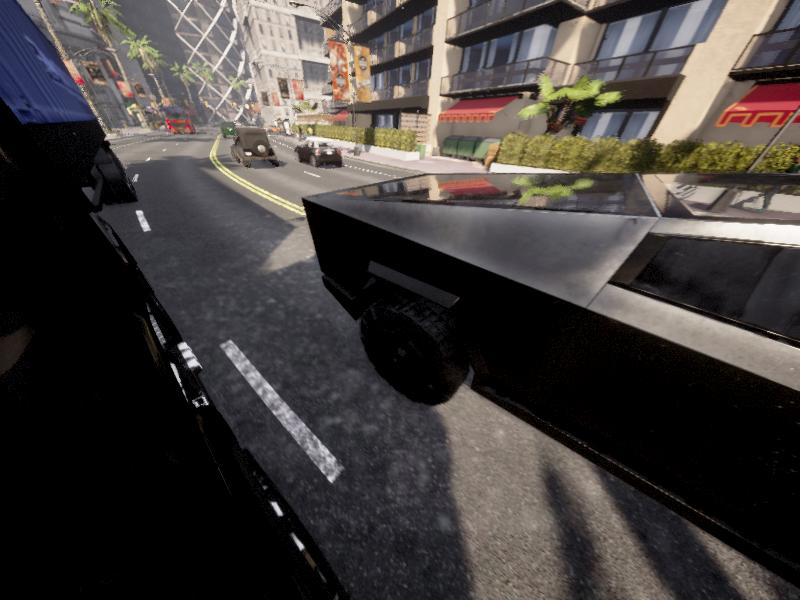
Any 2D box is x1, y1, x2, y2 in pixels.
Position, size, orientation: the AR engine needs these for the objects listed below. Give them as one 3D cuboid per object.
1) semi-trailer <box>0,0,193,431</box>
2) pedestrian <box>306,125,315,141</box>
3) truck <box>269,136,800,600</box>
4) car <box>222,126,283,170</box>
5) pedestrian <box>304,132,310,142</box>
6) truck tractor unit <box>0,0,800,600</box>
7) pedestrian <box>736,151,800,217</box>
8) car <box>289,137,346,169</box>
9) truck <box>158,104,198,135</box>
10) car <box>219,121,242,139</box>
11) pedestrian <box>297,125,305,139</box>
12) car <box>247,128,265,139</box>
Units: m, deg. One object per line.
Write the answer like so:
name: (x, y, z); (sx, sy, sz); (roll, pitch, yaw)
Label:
semi-trailer: (-8.295, -3.835, 4.608); (2.717, 4.402, 14.254); (-29, 47, -35)
pedestrian: (-13.053, -24.406, 33.849); (0.751, 1.860, 0.751); (-18, 41, -25)
truck: (2.229, 0.329, 1.586); (6.274, 2.098, 2.390); (26, 43, 28)
car: (-9.011, -9.329, 14.083); (1.905, 1.878, 3.866); (-24, 44, -31)
pedestrian: (-13.209, -23.265, 32.943); (0.500, 1.100, 0.500); (-18, 41, -26)
truck tractor unit: (-2.645, -0.295, 0.351); (6.516, 4.208, 3.053); (28, 44, 30)
pedestrian: (13.068, -3.963, 7.907); (0.751, 1.860, 0.751); (22, 41, 24)
car: (-5.473, -9.799, 15.272); (1.970, 1.475, 3.806); (-25, 45, -32)
truck: (-38.314, -31.255, 40.212); (2.891, 3.827, 8.468); (-18, 41, -25)
car: (-25.985, -25.961, 35.312); (2.150, 2.045, 5.566); (-19, 42, -26)
pedestrian: (-16.421, -27.796, 38.209); (0.751, 1.860, 0.751); (-19, 42, -27)
car: (-24.010, -27.698, 38.395); (1.895, 1.301, 4.718); (-18, 41, -25)
